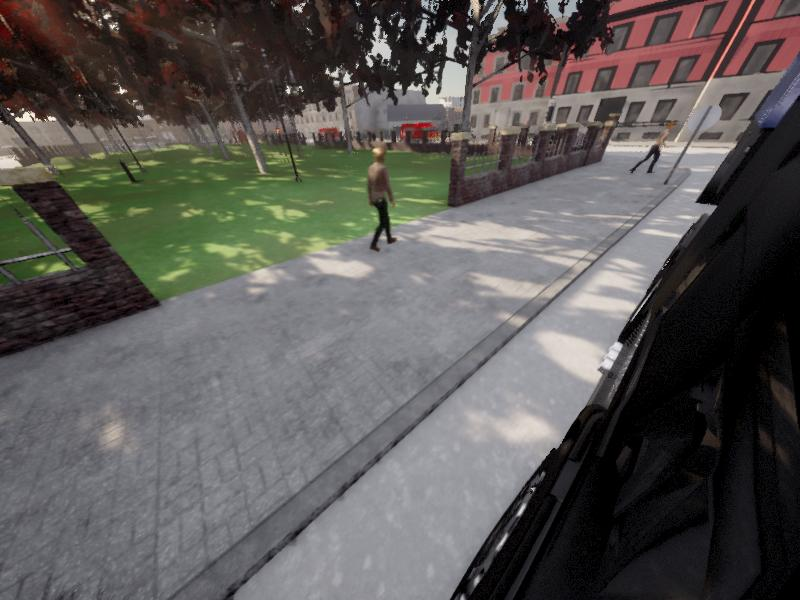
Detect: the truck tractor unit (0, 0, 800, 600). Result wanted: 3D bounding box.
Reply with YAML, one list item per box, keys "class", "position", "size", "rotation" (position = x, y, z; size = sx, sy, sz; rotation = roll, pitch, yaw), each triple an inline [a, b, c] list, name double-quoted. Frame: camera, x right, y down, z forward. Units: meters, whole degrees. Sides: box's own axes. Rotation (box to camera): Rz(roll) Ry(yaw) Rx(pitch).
- class: "truck tractor unit"
  position: [2.645, -0.295, 0.351]
  size: [6.516, 4.208, 3.053]
  rotation: [-28, 44, -30]

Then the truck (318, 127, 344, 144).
- class: "truck"
  position: [-13.552, -32.211, 45.277]
  size: [2.627, 2.467, 5.204]
  rotation: [-28, 43, -29]

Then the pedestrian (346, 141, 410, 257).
- class: "pedestrian"
  position: [-0.343, -1.908, 4.442]
  size: [0.751, 1.860, 0.751]
  rotation: [-30, 45, -32]

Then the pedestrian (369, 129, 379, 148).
- class: "pedestrian"
  position: [-3.216, -20.308, 29.088]
  size: [0.751, 1.860, 0.751]
  rotation: [-28, 44, -29]

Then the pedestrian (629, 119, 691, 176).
- class: "pedestrian"
  position: [10.589, -6.234, 9.511]
  size: [0.751, 1.860, 0.751]
  rotation: [7, 38, 12]

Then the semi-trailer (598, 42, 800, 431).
- class: "semi-trailer"
  position: [8.688, -3.616, 4.232]
  size: [14.254, 4.402, 2.717]
  rotation: [-28, 44, -30]

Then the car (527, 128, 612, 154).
- class: "car"
  position: [13.471, -12.949, 18.742]
  size: [1.882, 1.535, 5.008]
  rotation: [-28, 44, -29]

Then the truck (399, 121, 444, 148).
- class: "truck"
  position: [2.593, -20.919, 29.243]
  size: [2.627, 2.467, 5.204]
  rotation: [-28, 44, -29]

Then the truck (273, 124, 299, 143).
- class: "truck"
  position: [-30.354, -44.287, 61.611]
  size: [2.891, 3.827, 8.468]
  rotation: [-28, 44, -29]

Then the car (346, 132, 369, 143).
- class: "car"
  position: [-8.489, -32.123, 45.537]
  size: [2.033, 1.649, 4.856]
  rotation: [-28, 44, -29]

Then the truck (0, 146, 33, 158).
- class: "truck"
  position: [-93.337, -35.155, 54.850]
  size: [6.274, 2.098, 2.390]
  rotation: [-14, 38, -14]

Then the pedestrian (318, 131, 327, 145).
- class: "pedestrian"
  position: [-13.044, -27.175, 38.835]
  size: [0.751, 1.860, 0.751]
  rotation: [-28, 44, -29]

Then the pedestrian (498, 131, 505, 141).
- class: "pedestrian"
  position: [13.283, -21.414, 30.159]
  size: [0.500, 1.100, 0.500]
  rotation: [28, 46, 34]
